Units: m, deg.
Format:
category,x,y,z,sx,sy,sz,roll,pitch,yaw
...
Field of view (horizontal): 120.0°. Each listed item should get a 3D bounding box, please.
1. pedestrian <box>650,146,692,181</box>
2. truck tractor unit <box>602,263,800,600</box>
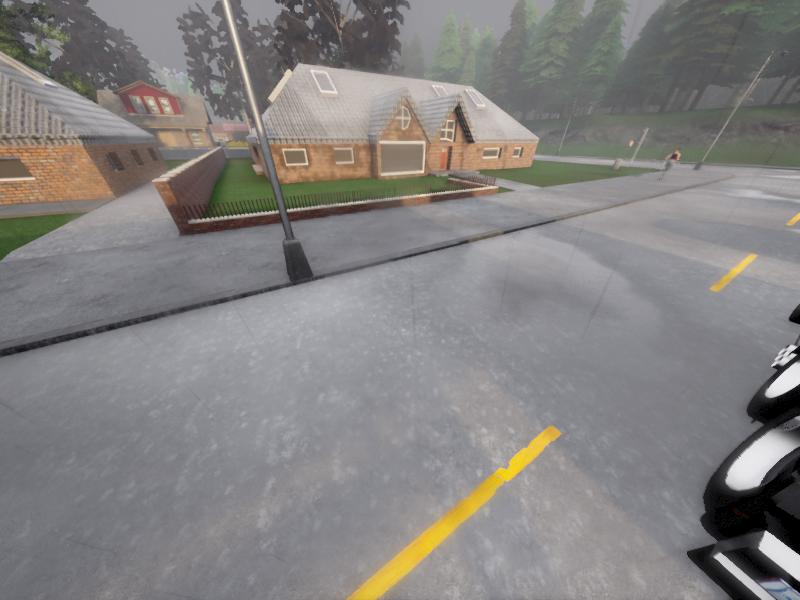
category,x,y,z,sx,sy,sz,roll,pitch,yaw
pedestrian,17.226,-8.689,14.743,0.751,1.860,0.751,-11,36,-16
truck tractor unit,5.108,-0.304,0.785,6.516,4.208,3.053,-18,39,-24
